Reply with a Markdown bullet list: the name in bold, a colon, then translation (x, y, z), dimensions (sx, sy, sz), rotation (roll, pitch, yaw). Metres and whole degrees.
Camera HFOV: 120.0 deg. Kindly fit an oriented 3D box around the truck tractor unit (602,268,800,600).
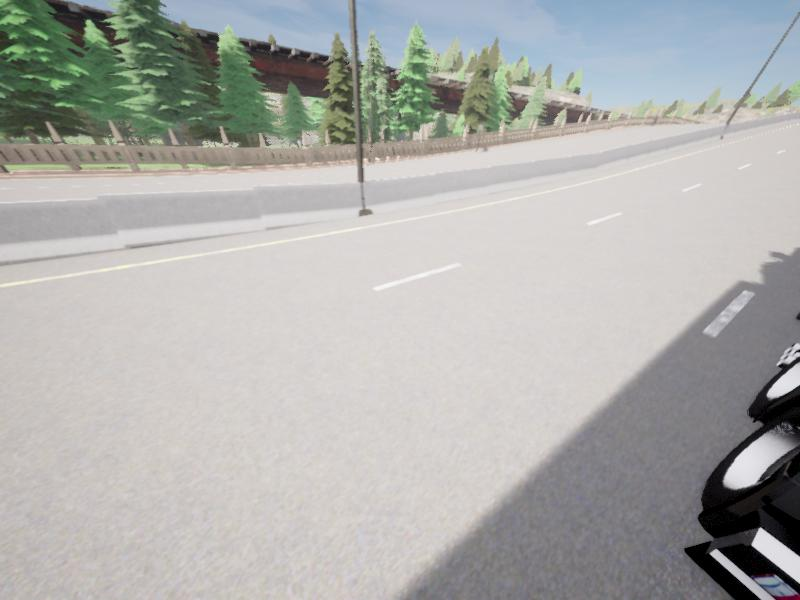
- **truck tractor unit**: translation (5.100, -0.317, 0.750), dimensions (6.516, 4.208, 3.053), rotation (-19, 39, -23)
